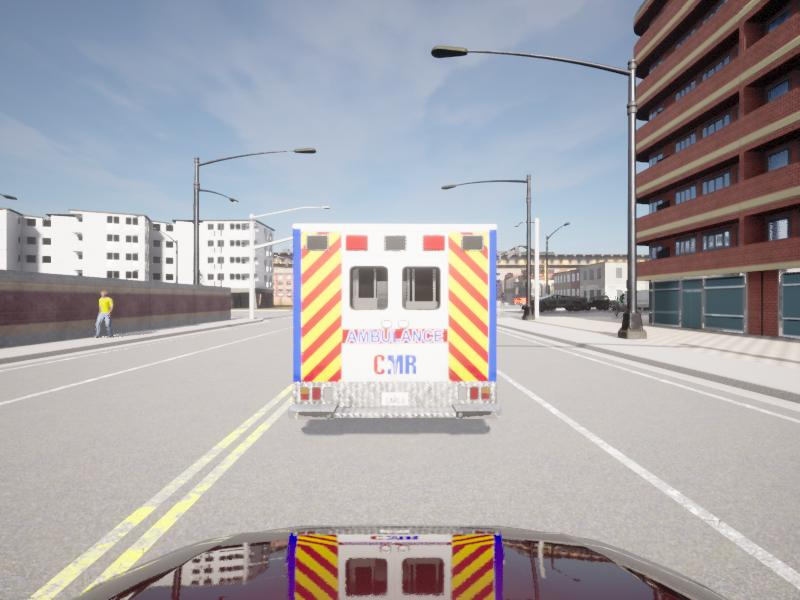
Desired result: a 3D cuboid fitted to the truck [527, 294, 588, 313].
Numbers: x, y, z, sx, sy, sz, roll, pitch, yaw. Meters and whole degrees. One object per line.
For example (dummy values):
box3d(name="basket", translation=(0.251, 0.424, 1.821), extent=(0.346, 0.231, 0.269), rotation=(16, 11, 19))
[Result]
box3d(name="truck", translation=(18.633, 0.385, 47.550), extent=(6.274, 2.098, 2.390), rotation=(-1, 0, 0))

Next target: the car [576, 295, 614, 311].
box3d(name="car", translation=(24.797, 0.402, 51.002), extent=(3.866, 1.878, 1.905), rotation=(-1, 0, 0))

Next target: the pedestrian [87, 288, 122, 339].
box3d(name="pedestrian", translation=(-10.869, 0.487, 14.741), extent=(0.751, 1.860, 0.751), rotation=(0, 0, -1))

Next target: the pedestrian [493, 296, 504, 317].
box3d(name="pedestrian", translation=(8.672, 0.584, 35.336), extent=(0.751, 1.860, 0.751), rotation=(0, 0, -3))

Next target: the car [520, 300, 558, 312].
box3d(name="car", translation=(17.686, 0.766, 51.057), extent=(4.181, 1.385, 1.994), rotation=(-1, 0, 0))

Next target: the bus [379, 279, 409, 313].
box3d(name="bus", translation=(-0.821, -0.539, 56.631), extent=(3.944, 4.253, 10.273), rotation=(0, 0, -1))

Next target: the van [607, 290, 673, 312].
box3d(name="van", translation=(28.362, 0.074, 47.475), extent=(6.366, 2.431, 2.351), rotation=(-1, 0, 0))

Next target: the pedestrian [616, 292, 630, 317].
box3d(name="pedestrian", translation=(17.084, 0.352, 30.648), extent=(0.751, 1.860, 0.751), rotation=(0, 0, 9))

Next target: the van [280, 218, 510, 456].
box3d(name="van", translation=(-0.088, 0.378, 7.271), extent=(2.351, 2.431, 6.366), rotation=(0, 0, -1))

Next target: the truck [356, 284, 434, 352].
box3d(name="truck", translation=(-0.191, 0.542, 15.509), extent=(2.390, 2.098, 6.274), rotation=(0, 0, -1))
